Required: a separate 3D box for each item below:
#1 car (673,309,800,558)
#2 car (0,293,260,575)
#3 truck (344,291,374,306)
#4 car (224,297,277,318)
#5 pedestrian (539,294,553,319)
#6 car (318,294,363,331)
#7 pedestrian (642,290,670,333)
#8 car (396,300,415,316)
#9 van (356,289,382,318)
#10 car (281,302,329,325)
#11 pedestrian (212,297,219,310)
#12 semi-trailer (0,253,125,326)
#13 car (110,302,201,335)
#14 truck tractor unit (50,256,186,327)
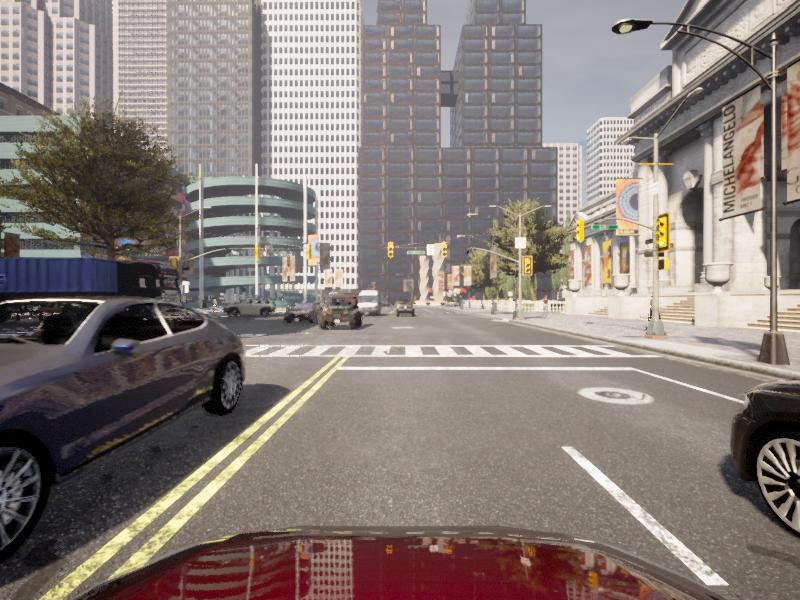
[{"bbox_3d":[3.511,0.836,1.169,2.128,1.511,4.902,0,0,1],"label":"car"},{"bbox_3d":[-3.405,0.780,4.119,2.152,1.651,5.027,0,0,0],"label":"car"},{"bbox_3d":[-10.514,-0.325,102.120,8.468,3.827,2.891,0,0,44],"label":"truck"},{"bbox_3d":[-14.310,0.652,38.226,4.605,1.855,1.932,0,1,-25],"label":"car"},{"bbox_3d":[10.721,0.485,29.469,0.751,1.860,0.751,0,0,0],"label":"pedestrian"},{"bbox_3d":[-3.191,0.646,22.242,1.905,1.878,3.866,0,0,1],"label":"car"},{"bbox_3d":[11.367,0.485,17.763,0.751,1.860,0.751,0,0,-8],"label":"pedestrian"},{"bbox_3d":[0.580,0.788,40.826,1.851,1.617,3.988,0,0,1],"label":"car"},{"bbox_3d":[-2.953,0.323,39.164,1.988,2.561,5.915,0,0,1],"label":"van"},{"bbox_3d":[-6.602,0.895,28.325,2.033,1.411,5.357,0,0,1],"label":"car"},{"bbox_3d":[-26.309,0.485,57.053,0.751,1.860,0.751,0,0,-15],"label":"pedestrian"},{"bbox_3d":[-25.559,-0.619,25.673,14.254,4.402,2.717,0,0,2],"label":"semi-trailer"},{"bbox_3d":[-12.228,0.854,19.964,4.193,1.474,1.816,0,0,24],"label":"car"},{"bbox_3d":[-17.649,-0.518,25.395,6.516,4.208,3.053,0,0,1],"label":"truck tractor unit"}]
